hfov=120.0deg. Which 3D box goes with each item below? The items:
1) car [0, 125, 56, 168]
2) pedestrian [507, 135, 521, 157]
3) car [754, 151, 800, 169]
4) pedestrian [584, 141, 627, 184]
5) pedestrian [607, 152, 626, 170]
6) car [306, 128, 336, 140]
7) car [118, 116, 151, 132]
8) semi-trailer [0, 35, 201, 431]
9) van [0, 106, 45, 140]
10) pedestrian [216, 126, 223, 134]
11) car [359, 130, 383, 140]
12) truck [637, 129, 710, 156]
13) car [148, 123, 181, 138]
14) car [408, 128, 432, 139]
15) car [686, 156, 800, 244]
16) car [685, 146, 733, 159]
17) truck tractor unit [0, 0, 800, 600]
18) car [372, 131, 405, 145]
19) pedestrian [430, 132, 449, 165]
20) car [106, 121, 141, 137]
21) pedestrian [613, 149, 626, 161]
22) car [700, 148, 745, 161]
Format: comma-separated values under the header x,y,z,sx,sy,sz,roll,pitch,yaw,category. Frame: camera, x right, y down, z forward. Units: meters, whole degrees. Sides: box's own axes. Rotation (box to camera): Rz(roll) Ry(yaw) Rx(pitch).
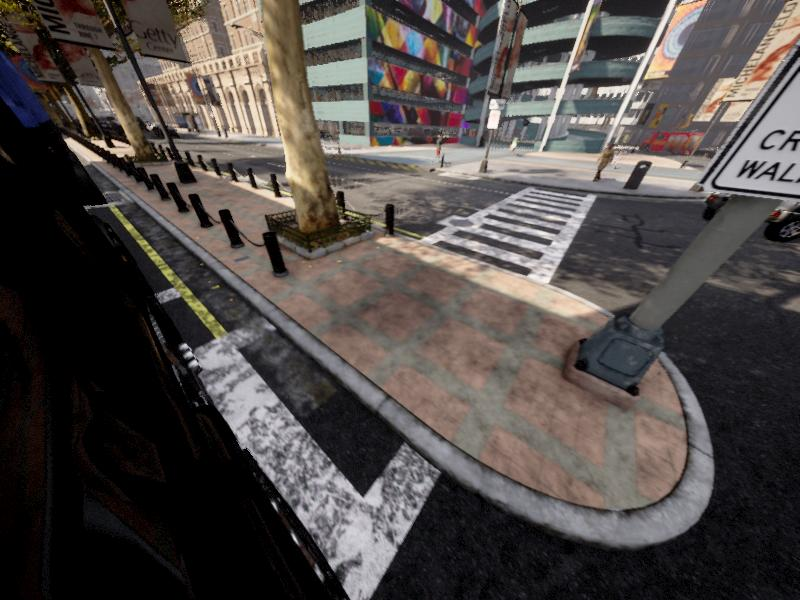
x,y,z,sx,sy,sz,roll,pitch,yaw,category
-19.959,-7.879,11.740,4.792,1.488,2.163,27,43,29,car
12.064,-16.343,24.467,0.751,1.860,0.751,17,39,18,pedestrian
47.418,-17.557,28.837,1.789,1.549,3.705,18,39,20,car
10.745,-7.217,12.146,0.751,1.860,0.751,-17,41,-24,pedestrian
16.827,-10.793,17.957,0.500,1.100,0.500,-19,42,-26,pedestrian
-13.507,-28.314,39.386,4.786,1.482,2.161,27,43,29,car
-44.604,-29.551,38.797,5.566,2.045,2.150,27,43,29,car
-8.661,-3.623,4.275,14.254,4.402,2.717,29,44,30,semi-trailer
-36.923,-16.949,22.056,6.366,2.431,2.351,27,43,29,van
-30.224,-28.415,38.664,0.500,1.100,0.500,31,45,32,pedestrian
-5.923,-33.298,46.624,4.718,1.301,1.895,27,43,29,car
51.738,-30.319,44.318,2.891,3.827,8.468,-1,37,-5,truck
-31.236,-22.477,30.618,3.806,1.475,1.970,27,43,29,car
5.025,-42.252,58.585,5.566,2.045,2.435,27,43,29,car
12.156,-2.858,6.671,4.605,1.855,1.932,1,38,-2,car
55.189,-26.546,41.473,2.128,1.511,4.902,1,37,-2,car
-2.645,-0.295,0.351,6.516,4.208,3.053,28,44,30,truck tractor unit
-1.899,-25.579,36.372,4.902,1.511,2.128,27,43,29,car
2.772,-10.640,16.241,0.751,1.860,0.751,30,44,31,pedestrian
-35.666,-22.065,29.776,4.892,1.490,1.837,27,43,29,car
23.501,-15.520,24.710,0.500,1.100,0.500,32,45,33,pedestrian
50.558,-22.902,36.361,1.994,1.385,4.181,10,37,9,car
